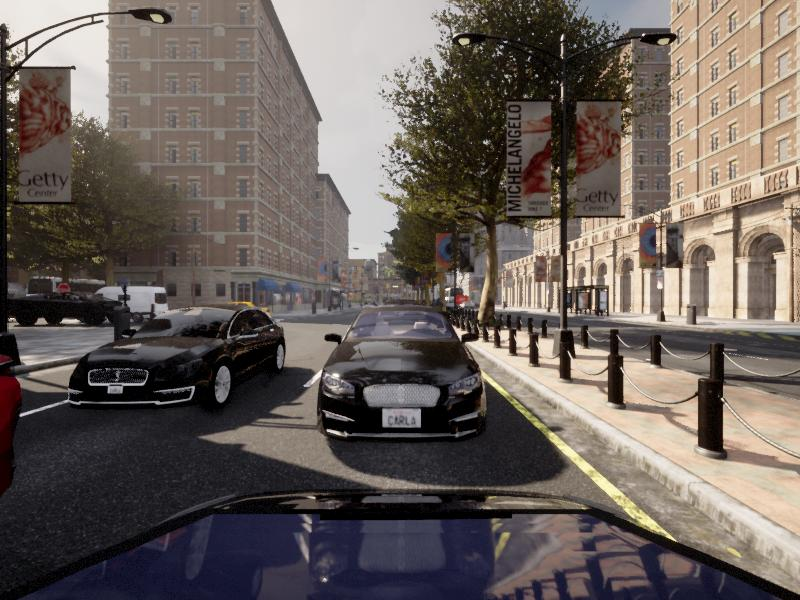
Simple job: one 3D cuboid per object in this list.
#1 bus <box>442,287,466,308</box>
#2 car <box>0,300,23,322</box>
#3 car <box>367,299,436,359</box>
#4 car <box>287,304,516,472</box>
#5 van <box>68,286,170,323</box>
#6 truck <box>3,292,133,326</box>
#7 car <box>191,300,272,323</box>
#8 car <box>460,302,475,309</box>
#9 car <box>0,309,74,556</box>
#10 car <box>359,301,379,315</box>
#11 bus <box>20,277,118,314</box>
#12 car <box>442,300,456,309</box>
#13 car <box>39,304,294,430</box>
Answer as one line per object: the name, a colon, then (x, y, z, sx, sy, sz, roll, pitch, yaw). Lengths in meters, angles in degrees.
bus: (11.676, -0.538, 88.180, 3.944, 4.253, 10.273, 0, 0, 0)
car: (-30.808, 0.801, 29.028, 5.366, 1.575, 1.801, 0, 0, 3)
car: (0.043, 0.788, 12.806, 1.851, 1.617, 3.988, 0, 0, 0)
car: (0.023, 0.836, 6.166, 2.128, 1.511, 4.902, 0, 0, 0)
van: (-20.252, 0.323, 29.024, 5.915, 2.561, 1.988, 0, 0, -2)
truck: (-20.892, 0.542, 25.433, 6.274, 2.098, 2.390, 0, 0, -1)
car: (-12.341, 0.801, 29.645, 5.366, 1.575, 1.801, 0, 0, -19)
car: (11.736, 0.942, 70.013, 1.895, 1.301, 4.718, 0, 0, 0)
car: (-3.495, 0.828, 0.791, 2.007, 1.525, 4.514, 0, 0, 0)
car: (-3.351, 0.827, 44.086, 1.845, 1.501, 3.633, 0, 0, 0)
bus: (-41.485, -0.534, 50.930, 3.944, 4.253, 10.273, 0, 0, 0)
car: (8.401, 0.827, 69.287, 1.845, 1.501, 3.633, 0, 0, -2)
car: (-3.503, 0.845, 7.333, 1.837, 1.490, 4.892, 0, 0, 0)
